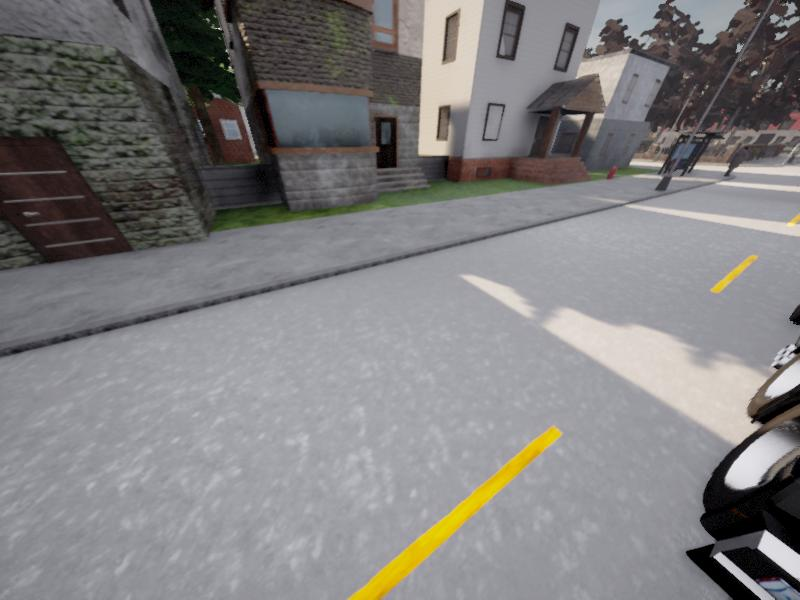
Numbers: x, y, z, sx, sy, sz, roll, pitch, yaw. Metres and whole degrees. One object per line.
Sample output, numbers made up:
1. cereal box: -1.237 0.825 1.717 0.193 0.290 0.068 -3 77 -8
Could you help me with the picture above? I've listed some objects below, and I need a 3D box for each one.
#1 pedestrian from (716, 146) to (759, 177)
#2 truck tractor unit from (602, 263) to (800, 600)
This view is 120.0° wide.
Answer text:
1. pedestrian: 24.578 -10.121 16.869 0.751 1.860 0.751 -3 35 -5
2. truck tractor unit: 5.108 -0.303 0.783 6.516 4.208 3.053 -18 39 -24
